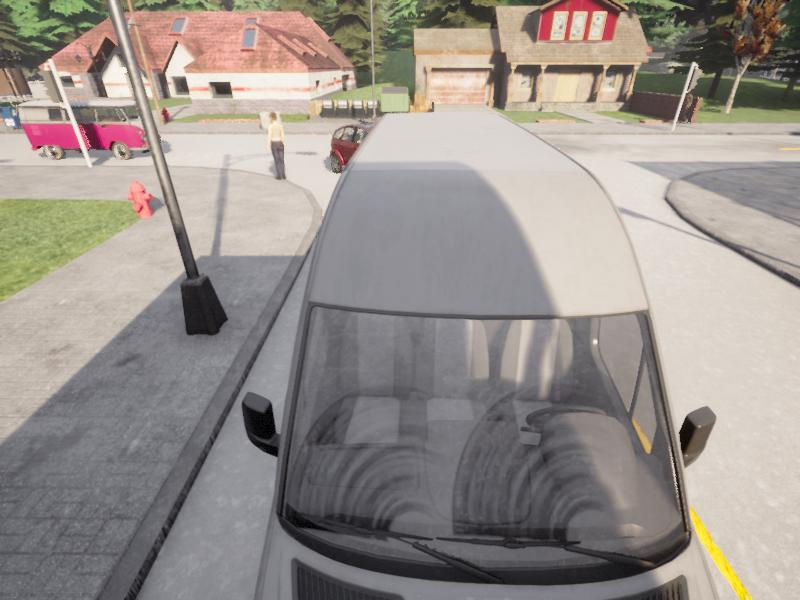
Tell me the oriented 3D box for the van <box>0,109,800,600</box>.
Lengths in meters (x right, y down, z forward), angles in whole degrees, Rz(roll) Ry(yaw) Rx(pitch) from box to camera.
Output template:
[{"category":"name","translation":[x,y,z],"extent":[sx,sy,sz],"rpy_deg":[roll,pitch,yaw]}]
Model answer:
[{"category":"van","translation":[0.415,0.047,3.430],"extent":[1.988,2.561,5.915],"rpy_deg":[1,30,2]}]

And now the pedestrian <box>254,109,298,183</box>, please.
[{"category":"pedestrian","translation":[-3.537,-4.415,11.482],"extent":[0.751,1.860,0.751],"rpy_deg":[-17,34,-27]}]

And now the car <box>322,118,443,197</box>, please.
[{"category":"car","translation":[-0.644,-4.454,12.105],"extent":[1.789,1.549,3.705],"rpy_deg":[-19,35,-31]}]

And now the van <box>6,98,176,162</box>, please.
[{"category":"van","translation":[-11.356,-6.428,15.054],"extent":[4.442,1.987,1.775],"rpy_deg":[1,30,0]}]

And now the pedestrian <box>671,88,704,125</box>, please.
[{"category":"pedestrian","translation":[16.264,-10.952,22.677],"extent":[0.751,1.860,0.751],"rpy_deg":[0,30,0]}]
